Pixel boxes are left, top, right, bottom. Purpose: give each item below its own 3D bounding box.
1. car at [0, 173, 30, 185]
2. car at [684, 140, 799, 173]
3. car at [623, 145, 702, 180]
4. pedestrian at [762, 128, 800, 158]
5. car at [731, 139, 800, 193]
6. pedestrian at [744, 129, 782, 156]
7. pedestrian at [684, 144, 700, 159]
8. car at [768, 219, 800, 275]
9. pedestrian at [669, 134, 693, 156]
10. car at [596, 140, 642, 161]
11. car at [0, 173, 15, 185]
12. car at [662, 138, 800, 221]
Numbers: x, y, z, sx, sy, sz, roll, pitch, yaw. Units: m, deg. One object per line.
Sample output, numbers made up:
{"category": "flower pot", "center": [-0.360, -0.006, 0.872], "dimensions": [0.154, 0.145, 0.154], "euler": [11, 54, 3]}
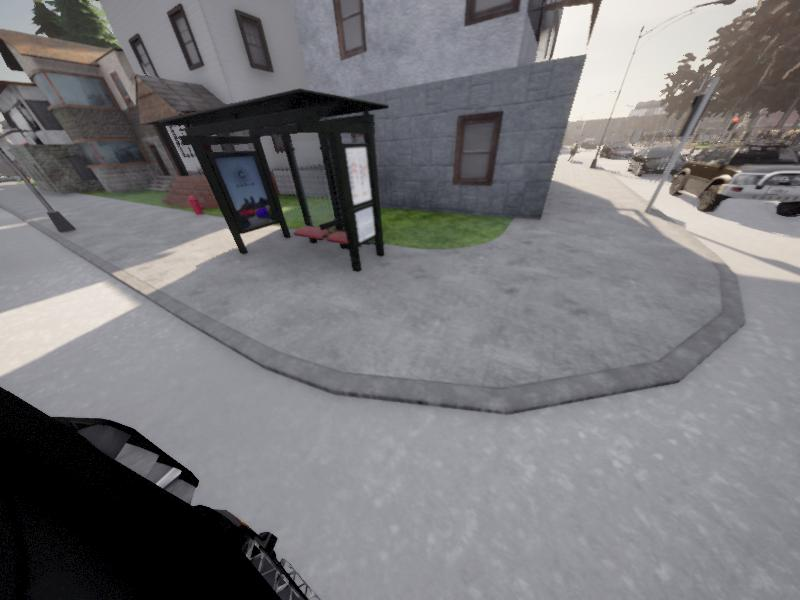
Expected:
{"category": "car", "center": [-67.831, -20.592, 39.448], "dimensions": [2.007, 1.525, 4.514], "euler": [16, 38, 26]}
{"category": "car", "center": [21.022, -9.166, 14.671], "dimensions": [2.128, 1.511, 4.902], "euler": [14, 37, 24]}
{"category": "car", "center": [15.744, -8.573, 14.220], "dimensions": [1.837, 1.490, 4.892], "euler": [16, 38, 26]}
{"category": "pedestrian", "center": [29.202, -11.937, 17.631], "dimensions": [0.751, 1.860, 0.751], "euler": [15, 38, 25]}
{"category": "car", "center": [17.542, -5.813, 9.806], "dimensions": [2.033, 1.649, 4.856], "euler": [15, 37, 25]}
{"category": "pedestrian", "center": [30.492, -13.212, 19.443], "dimensions": [0.751, 1.860, 0.751], "euler": [16, 38, 26]}
{"category": "pedestrian", "center": [27.309, -13.900, 21.608], "dimensions": [0.500, 1.100, 0.500], "euler": [27, 44, 37]}
{"category": "car", "center": [7.097, -0.070, 2.120], "dimensions": [2.128, 1.511, 4.902], "euler": [17, 39, 28]}
{"category": "pedestrian", "center": [29.180, -16.061, 24.019], "dimensions": [0.751, 1.860, 0.751], "euler": [12, 37, 22]}
{"category": "car", "center": [23.686, -16.408, 25.231], "dimensions": [2.033, 1.649, 4.856], "euler": [11, 37, 20]}
{"category": "car", "center": [-71.920, -20.894, 40.157], "dimensions": [2.242, 1.667, 4.611], "euler": [9, 35, 18]}
{"category": "car", "center": [11.193, -4.164, 7.621], "dimensions": [1.932, 1.855, 4.605], "euler": [16, 37, 26]}
